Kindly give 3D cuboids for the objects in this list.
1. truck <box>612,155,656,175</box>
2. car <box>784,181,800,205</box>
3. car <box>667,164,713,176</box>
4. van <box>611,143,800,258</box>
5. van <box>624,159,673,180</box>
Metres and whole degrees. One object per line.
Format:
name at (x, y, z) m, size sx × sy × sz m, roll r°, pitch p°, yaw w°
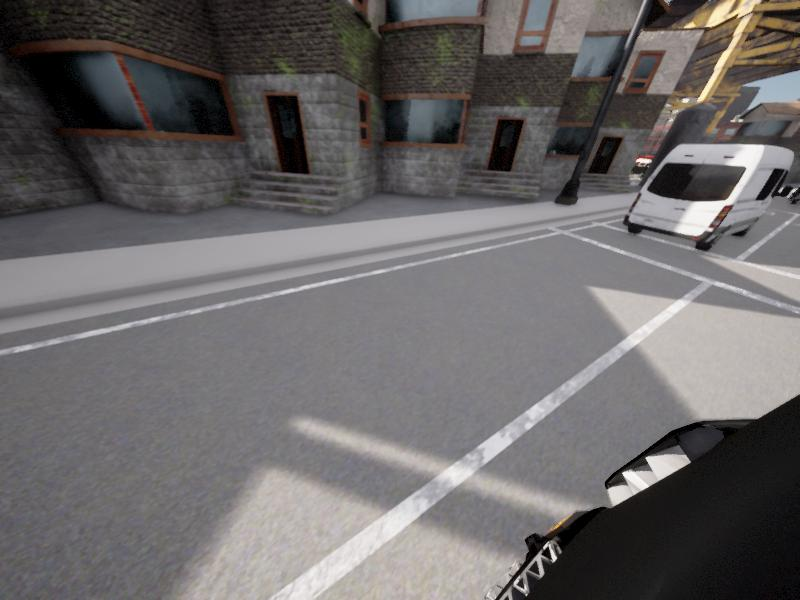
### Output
truck at (39.144, -22.804, 38.896) m, size 2.627 × 2.467 × 5.204 m, roll 10°, pitch 34°, yaw 12°
car at (28.339, -7.323, 15.617) m, size 3.633 × 1.501 × 1.845 m, roll -21°, pitch 41°, yaw -31°
car at (52.713, -23.832, 42.204) m, size 2.038 × 1.542 × 4.974 m, roll -27°, pitch 44°, yaw -37°
van at (10.126, -3.371, 7.448) m, size 5.915 × 2.561 × 1.988 m, roll -14°, pitch 37°, yaw -24°
van at (32.834, -17.444, 30.749) m, size 2.069 × 2.038 × 4.480 m, roll 10°, pitch 34°, yaw 12°
